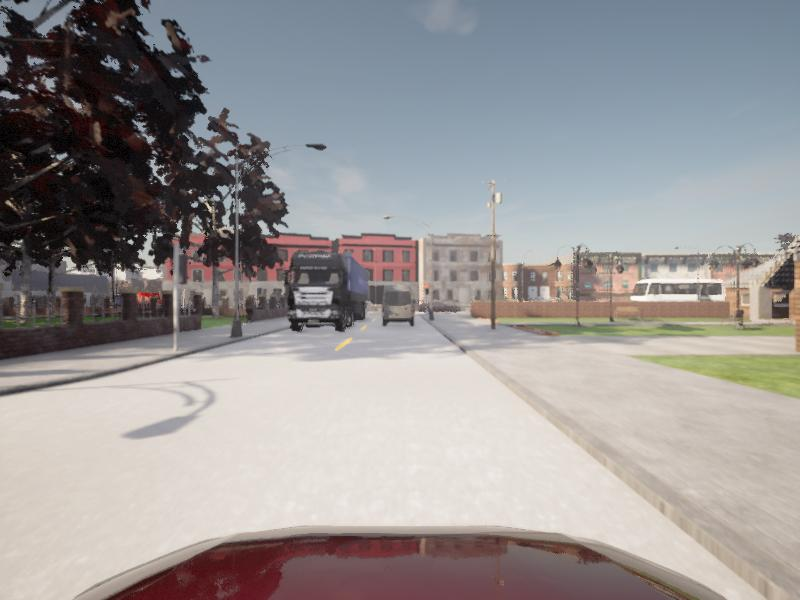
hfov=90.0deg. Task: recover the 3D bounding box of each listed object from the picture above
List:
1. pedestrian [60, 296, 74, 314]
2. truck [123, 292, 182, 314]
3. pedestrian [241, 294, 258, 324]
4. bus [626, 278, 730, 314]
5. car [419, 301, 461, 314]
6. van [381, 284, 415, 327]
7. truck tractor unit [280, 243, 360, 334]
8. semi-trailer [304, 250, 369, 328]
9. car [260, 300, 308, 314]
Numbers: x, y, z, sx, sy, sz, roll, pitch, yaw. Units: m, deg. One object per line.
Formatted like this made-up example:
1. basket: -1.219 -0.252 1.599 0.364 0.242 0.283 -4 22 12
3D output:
1. pedestrian: -34.348 0.542 41.270 0.751 1.860 0.751 0 0 1
2. truck: -28.427 0.363 46.080 5.204 2.467 2.627 0 0 0
3. pedestrian: -9.254 0.538 24.575 0.751 1.860 0.751 0 0 -1
4. bus: 34.460 -0.521 50.001 10.273 4.253 3.944 0 0 0
5. car: 4.563 0.879 46.115 4.674 1.442 1.812 0 0 0
6. van: -0.076 0.328 26.376 1.988 2.561 5.915 0 0 1
7. truck tractor unit: -4.037 -0.515 21.739 3.053 4.208 6.516 0 0 0
8. semi-trailer: -4.125 -0.612 29.654 2.717 4.402 14.254 0 0 -1
9. car: -13.272 0.833 46.096 5.008 1.535 1.882 0 0 0
